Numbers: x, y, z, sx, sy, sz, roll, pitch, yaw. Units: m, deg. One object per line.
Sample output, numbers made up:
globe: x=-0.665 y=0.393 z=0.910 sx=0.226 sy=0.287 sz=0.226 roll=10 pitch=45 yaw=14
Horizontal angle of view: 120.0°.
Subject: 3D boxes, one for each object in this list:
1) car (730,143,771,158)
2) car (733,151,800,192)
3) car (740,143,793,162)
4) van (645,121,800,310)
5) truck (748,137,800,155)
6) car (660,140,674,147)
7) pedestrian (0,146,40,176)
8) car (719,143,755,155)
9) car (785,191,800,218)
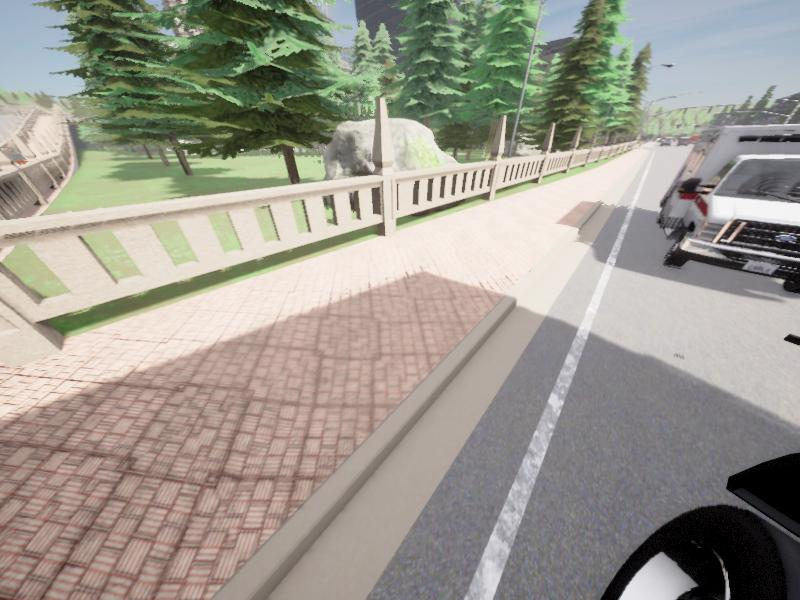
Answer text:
car: x=44.596 y=-19.172 z=29.535 sx=1.837 sy=1.490 sz=4.892 roll=27 pitch=44 yaw=34
car: x=20.621 y=-7.067 z=12.481 sx=2.007 sy=1.525 sz=4.514 roll=27 pitch=43 yaw=34
car: x=39.784 y=-16.165 z=25.248 sx=1.882 sy=1.535 sz=5.008 roll=27 pitch=43 yaw=34
van: x=7.991 y=-2.456 z=5.265 sx=2.351 sy=2.431 sz=6.366 roll=27 pitch=43 yaw=34
truck: x=54.401 y=-22.634 z=33.822 sx=2.390 sy=2.098 sz=6.274 roll=27 pitch=43 yaw=34
car: x=72.901 y=-42.821 z=63.190 sx=2.033 sy=1.411 sz=5.357 roll=27 pitch=43 yaw=34
pedestrian: x=-28.925 y=-10.587 z=17.582 sx=0.751 sy=1.860 sz=0.751 roll=27 pitch=44 yaw=34
car: x=50.117 y=-22.601 z=34.459 sx=2.033 sy=1.411 sz=5.357 roll=27 pitch=43 yaw=34
car: x=13.612 y=-2.776 z=6.183 sx=2.097 sy=1.767 sz=4.553 roll=27 pitch=44 yaw=34
